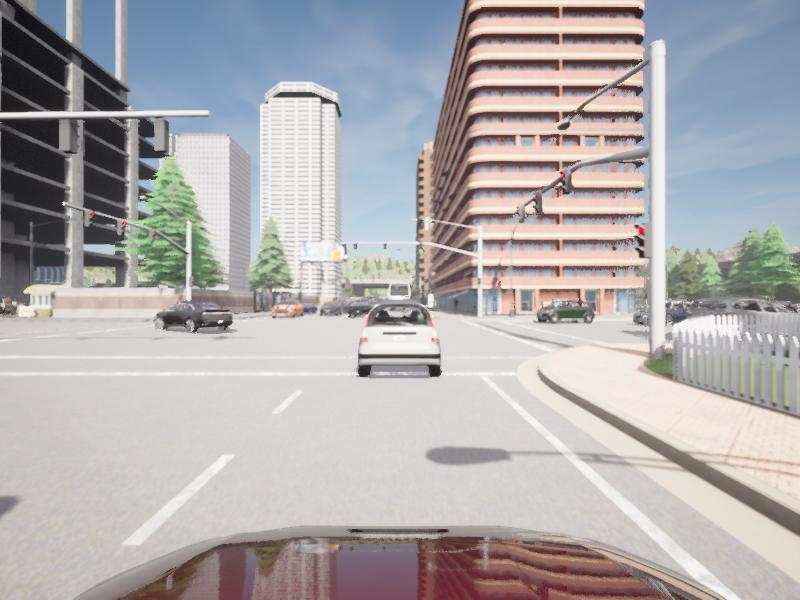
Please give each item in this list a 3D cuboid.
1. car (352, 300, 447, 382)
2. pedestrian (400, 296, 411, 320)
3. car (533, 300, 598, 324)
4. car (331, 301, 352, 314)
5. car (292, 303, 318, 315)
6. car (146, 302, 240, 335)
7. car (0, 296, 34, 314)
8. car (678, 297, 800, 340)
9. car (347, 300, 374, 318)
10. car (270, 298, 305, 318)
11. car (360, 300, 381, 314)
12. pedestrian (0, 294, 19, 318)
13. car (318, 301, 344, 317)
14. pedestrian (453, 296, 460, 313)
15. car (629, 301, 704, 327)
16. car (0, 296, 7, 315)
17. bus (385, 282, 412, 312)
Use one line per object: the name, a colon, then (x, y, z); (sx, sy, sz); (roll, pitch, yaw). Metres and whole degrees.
car: (-0.013, 0.799, 9.848); (1.851, 1.617, 3.988); (0, 0, 0)
pedestrian: (0.432, 0.653, 31.543); (0.751, 1.860, 0.751); (0, 0, -13)
car: (11.115, 0.789, 26.997); (3.705, 1.549, 1.789); (0, 0, -12)
car: (-7.076, 0.898, 48.588); (1.837, 1.490, 4.892); (0, 0, 0)
car: (-10.571, 0.993, 44.884); (1.895, 1.301, 4.718); (0, 0, 0)
car: (-10.641, 0.846, 20.460); (4.902, 1.511, 2.128); (0, -1, 33)
car: (-40.990, 0.503, 41.680); (3.866, 1.878, 1.905); (0, 0, 0)
car: (14.812, 0.719, 17.210); (4.611, 1.667, 2.242); (0, 0, -14)
car: (-3.679, 0.813, 38.161); (1.930, 1.638, 5.238); (0, 0, 2)
car: (-10.560, 0.736, 37.881); (2.097, 1.767, 4.553); (0, 0, 0)
car: (-3.583, 0.808, 48.841); (2.242, 1.667, 4.611); (0, 0, 0)
pedestrian: (-30.020, 0.464, 30.716); (0.751, 1.860, 0.751); (0, 0, 1)
car: (-7.063, 0.890, 41.379); (1.837, 1.490, 4.892); (0, 0, 0)
pedestrian: (6.318, 0.534, 44.924); (0.751, 1.860, 0.751); (0, 0, 3)
car: (16.453, 0.825, 24.730); (3.806, 1.475, 1.970); (0, 0, -21)
car: (-40.981, 0.500, 38.739); (3.866, 1.878, 1.905); (0, 0, 0)
bus: (-0.219, -0.462, 62.690); (3.944, 4.253, 10.273); (0, 0, 0)
